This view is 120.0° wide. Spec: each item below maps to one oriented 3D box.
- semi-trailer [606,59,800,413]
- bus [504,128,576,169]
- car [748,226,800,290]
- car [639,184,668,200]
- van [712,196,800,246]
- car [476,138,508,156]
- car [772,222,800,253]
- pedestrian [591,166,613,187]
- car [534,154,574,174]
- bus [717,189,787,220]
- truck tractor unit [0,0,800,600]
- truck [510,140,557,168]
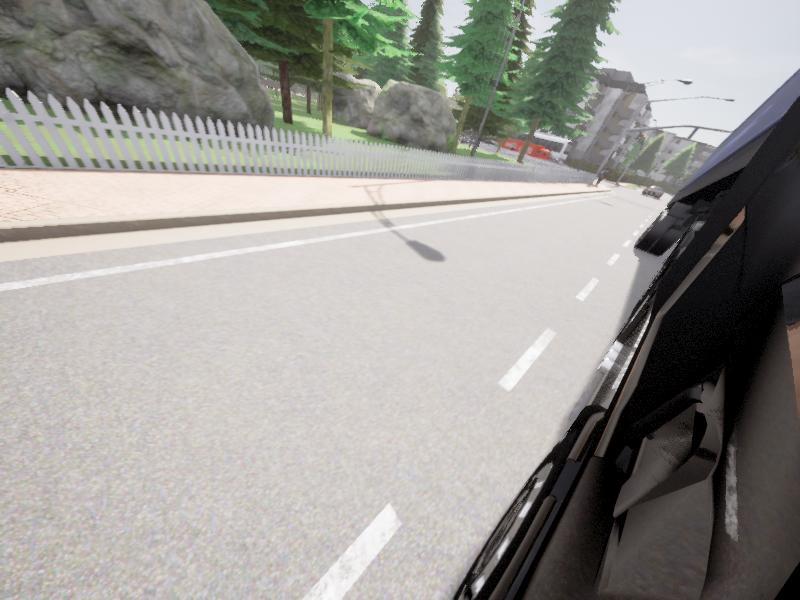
[{"bbox_3d":[8.671,-2.598,5.293,14.254,4.402,2.717,-19,49,-42],"label":"semi-trailer"},{"bbox_3d":[26.059,-28.646,43.648,3.944,4.253,10.273,-21,50,-37],"label":"bus"},{"bbox_3d":[16.375,-1.534,9.117,5.008,1.535,1.882,-23,51,-38],"label":"car"},{"bbox_3d":[35.236,-14.996,32.067,4.181,1.385,1.994,-21,50,-37],"label":"car"},{"bbox_3d":[27.354,-6.367,17.954,6.366,2.431,2.351,-22,51,-38],"label":"van"},{"bbox_3d":[15.862,-26.592,40.027,1.837,1.490,4.892,-21,50,-37],"label":"car"},{"bbox_3d":[31.690,-4.645,17.887,5.027,1.651,2.152,-18,48,-35],"label":"car"},{"bbox_3d":[21.569,-13.142,24.642,0.751,1.860,0.751,-22,51,-38],"label":"pedestrian"},{"bbox_3d":[24.700,-21.914,37.093,2.128,1.511,4.902,-21,50,-37],"label":"car"},{"bbox_3d":[82.749,-22.487,54.466,10.273,4.253,3.944,5,38,-12],"label":"bus"},{"bbox_3d":[2.645,-0.295,0.352,6.516,4.208,3.053,-27,43,-30],"label":"truck tractor unit"},{"bbox_3d":[20.623,-22.699,35.960,2.627,2.467,5.204,-21,50,-37],"label":"truck"}]
